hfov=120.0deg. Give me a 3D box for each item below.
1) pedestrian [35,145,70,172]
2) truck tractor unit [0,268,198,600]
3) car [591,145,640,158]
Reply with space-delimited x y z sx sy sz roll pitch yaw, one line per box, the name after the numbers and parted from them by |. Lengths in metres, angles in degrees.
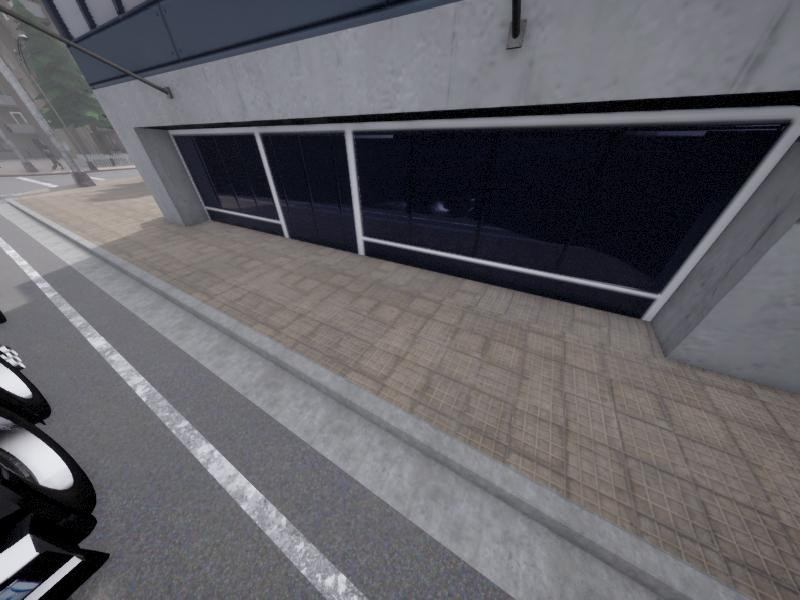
-29.039 -11.866 19.337 0.751 1.860 0.751 19 39 26 | pedestrian
-5.117 -0.294 0.770 6.516 4.208 3.053 18 39 24 | truck tractor unit
31.176 -21.750 33.693 4.792 1.488 2.163 17 38 23 | car
